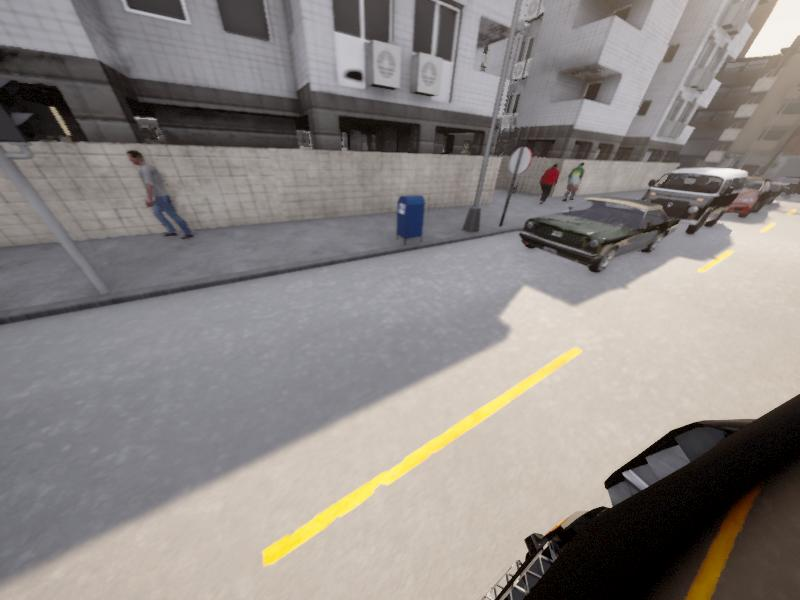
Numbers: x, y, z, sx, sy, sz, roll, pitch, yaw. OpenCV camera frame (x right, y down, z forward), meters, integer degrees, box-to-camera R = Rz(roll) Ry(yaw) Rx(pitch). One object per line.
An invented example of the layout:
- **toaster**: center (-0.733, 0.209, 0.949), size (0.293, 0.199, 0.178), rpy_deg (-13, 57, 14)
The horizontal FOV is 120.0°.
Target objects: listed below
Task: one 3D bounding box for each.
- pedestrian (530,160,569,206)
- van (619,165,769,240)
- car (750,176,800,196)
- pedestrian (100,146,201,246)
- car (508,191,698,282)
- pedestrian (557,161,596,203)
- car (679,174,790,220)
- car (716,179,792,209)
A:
- **pedestrian**: center (7.070, -5.546, 10.985), size (0.751, 1.860, 0.751), rpy_deg (-22, 41, -32)
- **van**: center (11.214, -3.915, 8.888), size (4.480, 2.038, 2.069), rpy_deg (-16, 38, -26)
- **car**: center (36.057, -10.658, 21.527), size (5.357, 1.411, 2.033), rpy_deg (-10, 35, -18)
- **pedestrian**: center (-5.285, -2.253, 5.084), size (0.751, 1.860, 0.751), rpy_deg (-16, 38, -26)
- **car**: center (5.421, -1.958, 6.173), size (4.718, 1.301, 1.895), rpy_deg (-16, 38, -26)
- **pedestrian**: center (9.131, -6.142, 12.041), size (0.751, 1.860, 0.751), rpy_deg (-17, 38, -27)
- **car**: center (17.721, -5.609, 12.272), size (4.611, 1.667, 2.242), rpy_deg (-16, 38, -26)
- **car**: center (23.432, -7.104, 15.298), size (4.718, 1.301, 1.895), rpy_deg (-16, 38, -26)
